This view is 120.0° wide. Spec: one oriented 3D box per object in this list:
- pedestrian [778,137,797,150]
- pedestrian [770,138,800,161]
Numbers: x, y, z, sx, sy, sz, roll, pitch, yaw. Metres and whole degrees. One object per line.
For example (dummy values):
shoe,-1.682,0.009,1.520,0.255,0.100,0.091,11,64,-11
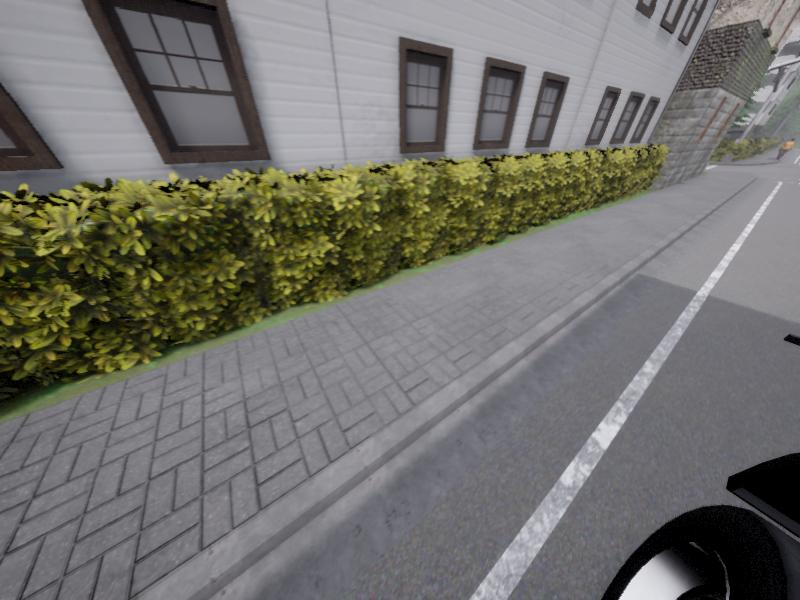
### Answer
pedestrian,65.427,-26.458,39.021,0.751,1.860,0.751,-19,39,-24
pedestrian,38.187,-14.915,22.855,0.751,1.860,0.751,29,45,35
